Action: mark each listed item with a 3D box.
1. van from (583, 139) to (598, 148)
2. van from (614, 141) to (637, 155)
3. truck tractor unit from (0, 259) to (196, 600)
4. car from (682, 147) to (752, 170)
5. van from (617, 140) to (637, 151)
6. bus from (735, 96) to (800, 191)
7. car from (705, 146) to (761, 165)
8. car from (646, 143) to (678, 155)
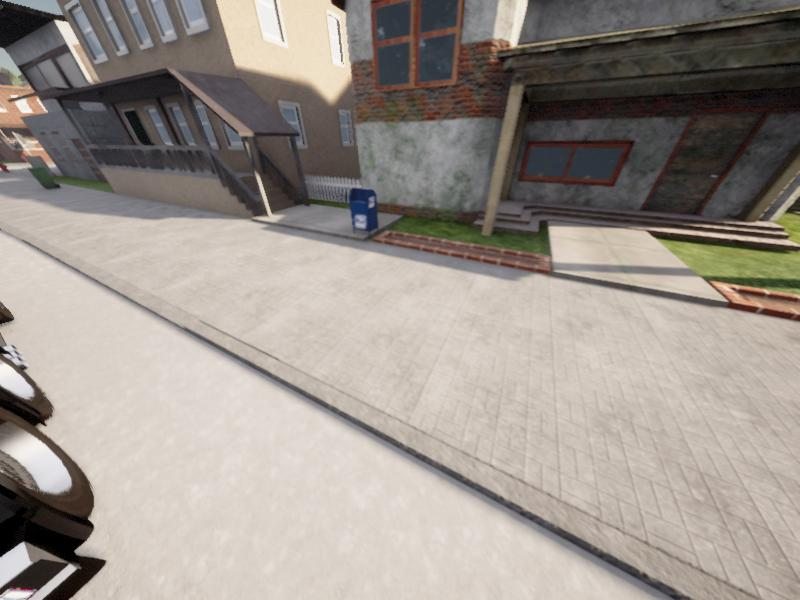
[{"bbox_3d":[61.679,-50.870,74.882,2.351,2.431,6.366,16,38,22],"label":"van"},{"bbox_3d":[42.617,-28.864,43.793,1.775,1.987,4.442,16,38,22],"label":"van"},{"bbox_3d":[-5.100,-0.311,0.794,6.516,4.208,3.053,19,39,25],"label":"truck tractor unit"},{"bbox_3d":[28.829,-13.093,21.278,1.837,1.490,4.892,16,38,22],"label":"car"},{"bbox_3d":[54.002,-36.797,55.062,2.069,2.038,4.480,16,38,22],"label":"van"},{"bbox_3d":[22.748,-7.130,10.339,3.944,4.253,10.273,16,38,22],"label":"bus"},{"bbox_3d":[35.467,-15.593,24.786,1.845,1.501,3.633,16,38,22],"label":"car"},{"bbox_3d":[44.364,-25.779,39.312,1.801,1.575,5.366,16,38,22],"label":"car"}]
